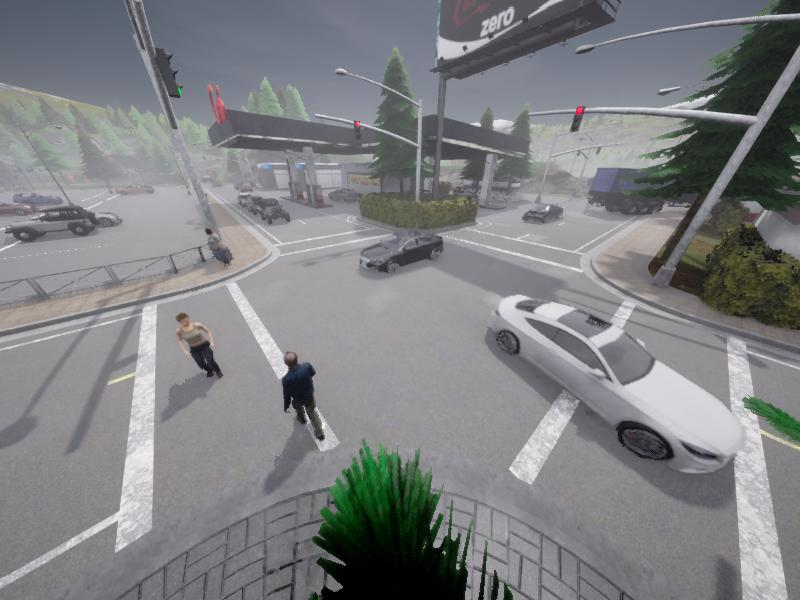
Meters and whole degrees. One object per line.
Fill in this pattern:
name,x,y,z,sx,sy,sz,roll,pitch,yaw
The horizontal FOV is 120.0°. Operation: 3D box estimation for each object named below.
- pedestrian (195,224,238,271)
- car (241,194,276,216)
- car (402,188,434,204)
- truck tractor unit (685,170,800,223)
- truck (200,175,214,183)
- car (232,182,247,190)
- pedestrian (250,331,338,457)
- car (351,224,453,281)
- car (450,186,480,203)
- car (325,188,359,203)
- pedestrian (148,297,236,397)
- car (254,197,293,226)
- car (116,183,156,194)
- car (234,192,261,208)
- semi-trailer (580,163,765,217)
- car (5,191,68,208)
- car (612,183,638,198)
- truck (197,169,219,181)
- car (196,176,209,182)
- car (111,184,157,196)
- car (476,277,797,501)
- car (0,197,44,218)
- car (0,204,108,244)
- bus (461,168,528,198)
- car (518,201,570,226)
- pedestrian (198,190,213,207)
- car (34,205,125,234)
pedestrian,-8.300,-2.388,10.537,0.751,1.860,0.751,15,33,24
car,-15.972,-10.737,25.967,2.033,1.649,4.856,-22,37,-33
car,2.620,-15.713,34.677,2.242,1.667,4.611,-23,37,-34
truck tractor unit,34.642,-10.526,22.998,6.516,4.208,3.053,24,38,35
truck,-61.814,-38.726,73.974,2.390,2.098,6.274,-23,37,-34
car,-36.296,-25.753,52.127,1.816,1.474,4.193,-22,37,-33
pedestrian,-1.709,1.604,3.927,0.751,1.860,0.751,25,39,37
car,0.229,-2.659,11.915,4.902,1.511,2.128,-22,36,-34
car,9.747,-16.005,34.849,1.905,1.878,3.866,-23,37,-34
car,-8.580,-15.638,34.412,4.611,1.667,2.242,20,35,30
pedestrian,-4.299,1.012,4.952,0.751,1.860,0.751,-19,35,-29
car,-11.869,-8.361,21.588,1.905,1.878,3.866,-22,37,-33
car,-49.532,-20.953,43.472,4.514,1.523,2.007,-23,37,-34
car,-19.994,-13.111,30.230,1.970,1.475,3.806,-22,37,-33
semi-trailer,27.247,-11.245,23.743,14.254,4.402,2.717,0,30,-3
car,-45.788,-12.777,29.270,3.633,1.501,1.845,-23,37,-34
car,37.599,-18.409,38.620,4.605,1.855,1.932,-23,37,-34
truck,-69.585,-45.249,83.545,8.468,3.827,2.891,21,36,32
car,-67.685,-41.393,79.050,5.238,1.638,1.930,24,38,35
car,-47.482,-19.774,41.410,5.027,1.636,2.152,-23,37,-34
car,4.247,1.209,5.332,1.812,1.442,4.674,-15,35,-25
car,-39.420,-8.945,22.590,4.514,1.523,2.007,-23,37,-34
car,-23.841,-5.383,15.979,3.866,1.878,1.905,-23,37,-34
bus,16.718,-21.582,42.125,3.944,4.253,10.273,-22,37,-33
car,13.453,-8.146,21.520,5.357,1.411,2.033,-22,36,-34
pedestrian,-23.824,-12.428,28.309,0.751,1.860,0.751,-23,37,-34
car,-25.501,-6.610,18.671,3.806,1.475,1.970,-23,37,-34
